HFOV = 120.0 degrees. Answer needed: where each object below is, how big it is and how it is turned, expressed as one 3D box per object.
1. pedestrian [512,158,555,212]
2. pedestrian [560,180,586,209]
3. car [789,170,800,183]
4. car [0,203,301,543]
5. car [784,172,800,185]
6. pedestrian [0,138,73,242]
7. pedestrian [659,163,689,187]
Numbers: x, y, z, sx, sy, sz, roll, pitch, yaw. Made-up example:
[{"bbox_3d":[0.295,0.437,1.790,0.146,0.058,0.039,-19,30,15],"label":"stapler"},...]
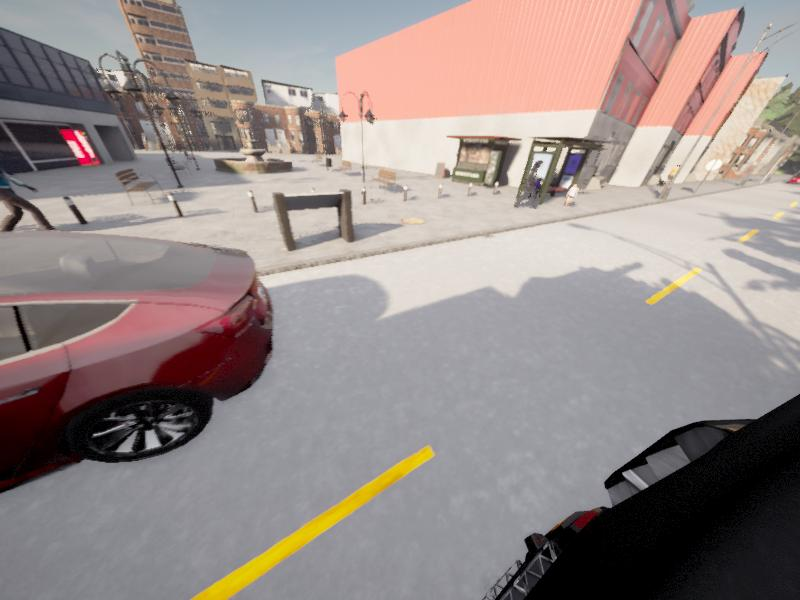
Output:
[{"bbox_3d":[5.424,-4.723,9.520,0.751,1.860,0.751,4,34,1],"label":"pedestrian"},{"bbox_3d":[7.827,-4.777,10.478,0.500,1.100,0.500,30,42,34],"label":"pedestrian"},{"bbox_3d":[66.015,-20.040,37.321,5.566,2.045,2.150,-16,38,-26],"label":"car"},{"bbox_3d":[-3.546,0.523,1.537,4.792,1.488,2.163,-16,38,-26],"label":"car"},{"bbox_3d":[58.957,-17.765,33.818,4.514,1.525,2.007,-16,38,-26],"label":"car"},{"bbox_3d":[-8.315,-2.289,4.849,0.751,1.860,0.751,-16,38,-26],"label":"pedestrian"},{"bbox_3d":[24.666,-11.262,20.829,0.751,1.860,0.751,-12,37,-21],"label":"pedestrian"}]
